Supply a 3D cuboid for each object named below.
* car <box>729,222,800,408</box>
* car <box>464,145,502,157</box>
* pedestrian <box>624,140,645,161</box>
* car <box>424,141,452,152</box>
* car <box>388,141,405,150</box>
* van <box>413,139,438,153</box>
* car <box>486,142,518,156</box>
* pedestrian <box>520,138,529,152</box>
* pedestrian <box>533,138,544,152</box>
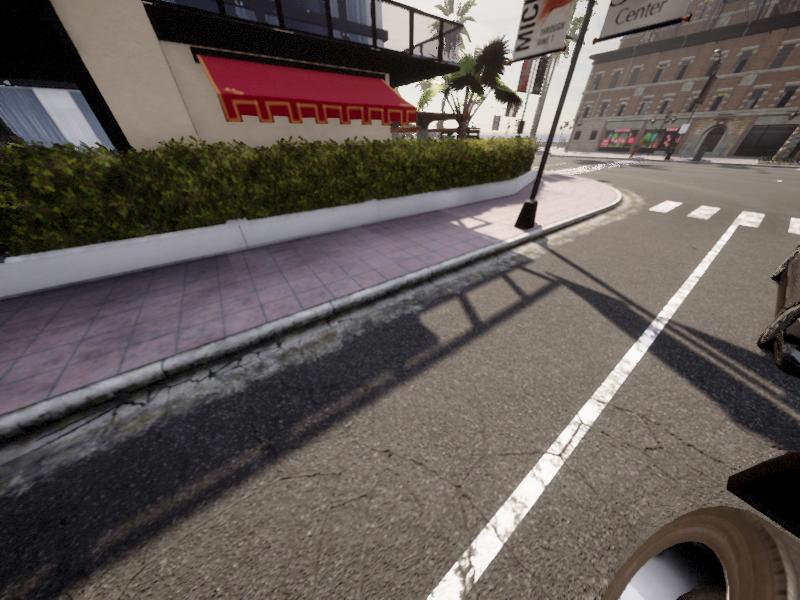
[{"bbox_3d":[6.557,-0.126,2.833,5.357,1.411,2.033,-22,41,-28],"label":"car"},{"bbox_3d":[11.544,-20.898,32.344,1.895,1.301,4.718,-22,41,-27],"label":"car"},{"bbox_3d":[25.293,-16.112,24.918,0.751,1.860,0.751,-24,42,-30],"label":"pedestrian"},{"bbox_3d":[6.887,-28.491,42.851,1.930,1.638,5.238,-22,41,-28],"label":"car"},{"bbox_3d":[-0.729,-34.432,51.410,1.789,1.549,3.705,-25,42,-30],"label":"car"},{"bbox_3d":[4.406,-27.151,40.671,1.775,1.987,4.442,-22,41,-28],"label":"van"},{"bbox_3d":[14.736,-21.901,33.515,1.789,1.549,3.705,-22,40,-27],"label":"car"},{"bbox_3d":[20.462,-25.472,37.969,0.751,1.860,0.751,25,42,31],"label":"pedestrian"},{"bbox_3d":[21.998,-24.652,36.794,0.751,1.860,0.751,-17,38,-22],"label":"pedestrian"}]
